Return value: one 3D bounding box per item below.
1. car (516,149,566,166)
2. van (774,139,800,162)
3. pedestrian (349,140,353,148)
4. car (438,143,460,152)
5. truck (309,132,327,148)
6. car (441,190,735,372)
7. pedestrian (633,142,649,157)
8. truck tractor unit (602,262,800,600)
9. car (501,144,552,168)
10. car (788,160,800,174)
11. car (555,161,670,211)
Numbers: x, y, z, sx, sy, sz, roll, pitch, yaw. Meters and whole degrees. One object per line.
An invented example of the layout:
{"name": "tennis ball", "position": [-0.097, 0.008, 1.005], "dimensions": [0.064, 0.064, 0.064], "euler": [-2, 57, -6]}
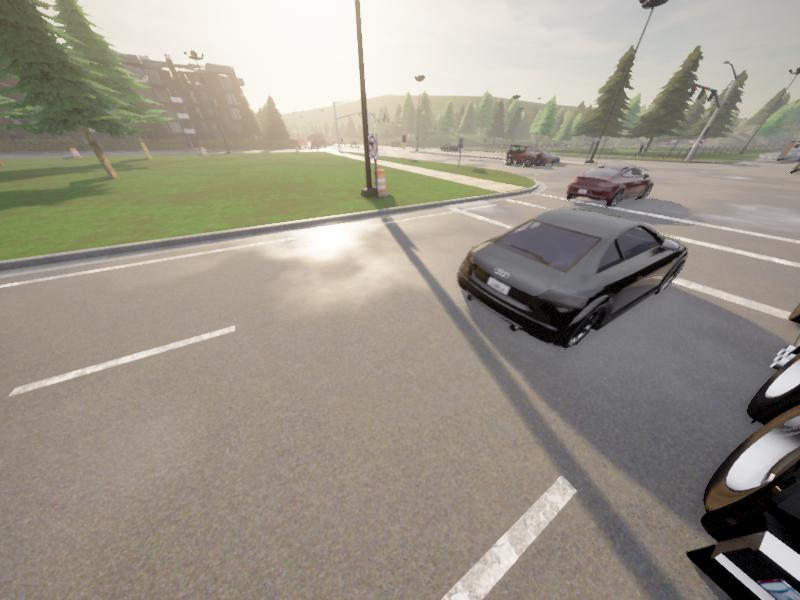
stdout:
{"name": "car", "position": [15.555, -15.935, 25.759], "dimensions": [1.994, 1.385, 4.181], "euler": [-18, 39, -24]}
{"name": "van", "position": [55.119, -20.592, 31.773], "dimensions": [6.366, 2.431, 2.351], "euler": [-18, 39, -24]}
{"name": "pedestrian", "position": [-14.353, -45.528, 67.549], "dimensions": [0.751, 1.860, 0.751], "euler": [-24, 41, -30]}
{"name": "car", "position": [10.862, -34.184, 51.672], "dimensions": [1.930, 1.638, 5.238], "euler": [-18, 39, -24]}
{"name": "truck", "position": [-26.217, -51.011, 73.663], "dimensions": [2.891, 3.827, 8.468], "euler": [-18, 39, -25]}
{"name": "car", "position": [3.063, -0.788, 3.947], "dimensions": [4.181, 1.385, 1.994], "euler": [-18, 39, -24]}
{"name": "pedestrian", "position": [35.594, -22.198, 34.137], "dimensions": [0.751, 1.860, 0.751], "euler": [-16, 38, -21]}
{"name": "truck tractor unit", "position": [5.111, -0.299, 0.793], "dimensions": [6.516, 4.208, 3.053], "euler": [-18, 39, -24]}
{"name": "car", "position": [12.807, -14.868, 23.754], "dimensions": [1.905, 1.878, 3.866], "euler": [-18, 39, -24]}
{"name": "car", "position": [35.767, -11.609, 19.464], "dimensions": [5.027, 1.651, 2.152], "euler": [-18, 39, -24]}
{"name": "car", "position": [9.419, -5.213, 10.272], "dimensions": [4.674, 1.442, 1.812], "euler": [-18, 39, -25]}
